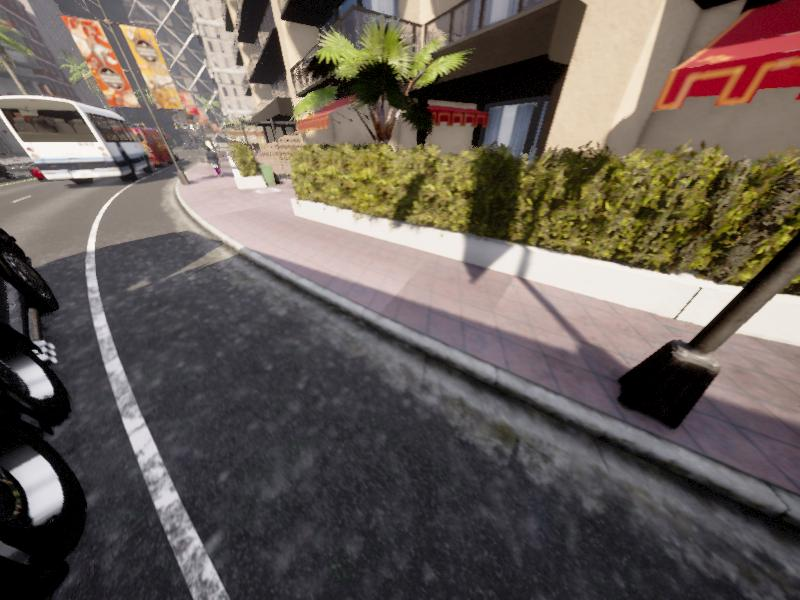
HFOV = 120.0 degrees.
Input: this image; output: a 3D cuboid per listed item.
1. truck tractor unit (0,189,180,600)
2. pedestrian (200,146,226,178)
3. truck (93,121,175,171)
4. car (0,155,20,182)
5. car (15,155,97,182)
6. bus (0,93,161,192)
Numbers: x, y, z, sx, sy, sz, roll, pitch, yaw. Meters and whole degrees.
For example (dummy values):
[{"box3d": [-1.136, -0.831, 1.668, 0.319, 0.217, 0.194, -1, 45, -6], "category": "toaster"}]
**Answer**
[{"box3d": [-4.977, -0.415, 0.952, 6.516, 4.208, 3.053, 23, 41, 30], "category": "truck tractor unit"}, {"box3d": [-12.841, -9.509, 15.950, 0.751, 1.860, 0.751, -20, 39, -26], "category": "pedestrian"}, {"box3d": [-27.753, -16.557, 24.824, 2.891, 3.827, 8.468, -20, 39, -26], "category": "truck"}, {"box3d": [-28.610, -8.644, 15.147, 2.097, 1.767, 4.553, -22, 40, -29], "category": "car"}, {"box3d": [-25.872, -10.124, 17.654, 1.994, 1.385, 4.181, -20, 39, -26], "category": "car"}, {"box3d": [-21.434, -10.880, 16.188, 3.944, 4.253, 10.273, -21, 40, -27], "category": "bus"}]
